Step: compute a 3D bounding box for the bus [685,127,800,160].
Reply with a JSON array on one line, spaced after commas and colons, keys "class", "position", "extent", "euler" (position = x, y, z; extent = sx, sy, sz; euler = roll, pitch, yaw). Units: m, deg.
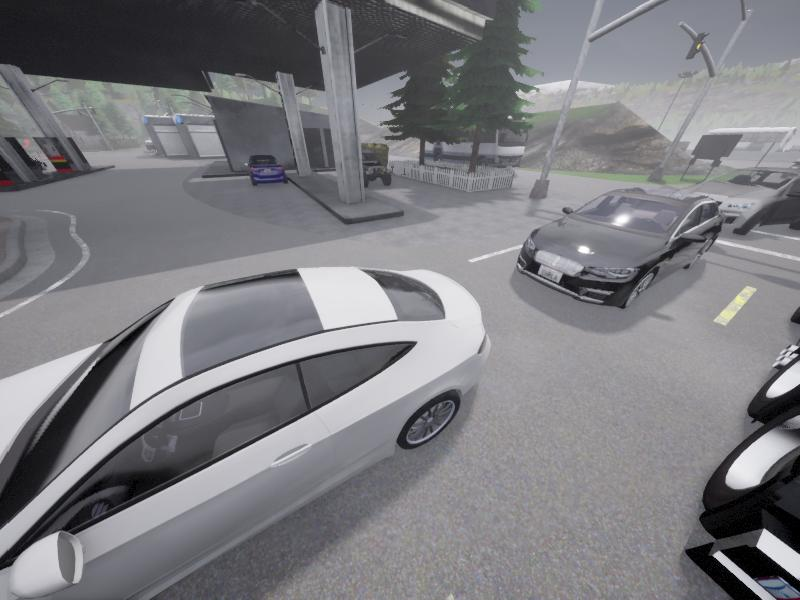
[{"class": "bus", "position": [59.178, -27.457, 40.467], "extent": [3.944, 4.253, 10.273], "euler": [-18, 39, -24]}]

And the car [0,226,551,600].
[{"class": "car", "position": [-1.279, 0.678, 1.915], "extent": [4.674, 1.442, 1.812], "euler": [-18, 38, -25]}]

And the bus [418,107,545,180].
[{"class": "bus", "position": [6.233, -13.980, 20.727], "extent": [3.944, 4.253, 10.273], "euler": [-18, 39, -24]}]

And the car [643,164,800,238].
[{"class": "car", "position": [11.303, -3.332, 7.489], "extent": [4.611, 1.667, 2.242], "euler": [-7, 35, -13]}]

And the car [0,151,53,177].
[{"class": "car", "position": [-31.036, -10.962, 18.550], "extent": [1.816, 1.474, 4.193], "euler": [-18, 39, -24]}]

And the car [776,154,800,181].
[{"class": "car", "position": [30.433, -9.772, 16.912], "extent": [4.974, 1.542, 2.038], "euler": [-18, 39, -24]}]

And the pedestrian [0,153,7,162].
[{"class": "pedestrian", "position": [-44.931, -16.237, 25.374], "extent": [0.751, 1.860, 0.751], "euler": [-18, 39, -24]}]

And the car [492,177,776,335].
[{"class": "car", "position": [4.568, -1.333, 4.622], "extent": [4.902, 1.511, 2.128], "euler": [-18, 39, -24]}]

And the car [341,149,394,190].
[{"class": "car", "position": [-2.173, -8.580, 14.997], "extent": [1.905, 1.878, 3.866], "euler": [-18, 39, -25]}]

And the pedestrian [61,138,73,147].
[{"class": "pedestrian", "position": [-87.849, -41.547, 60.984], "extent": [0.751, 1.860, 0.751], "euler": [8, 36, 11]}]

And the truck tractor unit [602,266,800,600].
[{"class": "truck tractor unit", "position": [5.112, -0.300, 0.778], "extent": [6.516, 4.208, 3.053], "euler": [-18, 39, -24]}]

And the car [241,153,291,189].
[{"class": "car", "position": [-9.248, -8.986, 15.820], "extent": [2.242, 1.667, 4.611], "euler": [-18, 39, -25]}]
